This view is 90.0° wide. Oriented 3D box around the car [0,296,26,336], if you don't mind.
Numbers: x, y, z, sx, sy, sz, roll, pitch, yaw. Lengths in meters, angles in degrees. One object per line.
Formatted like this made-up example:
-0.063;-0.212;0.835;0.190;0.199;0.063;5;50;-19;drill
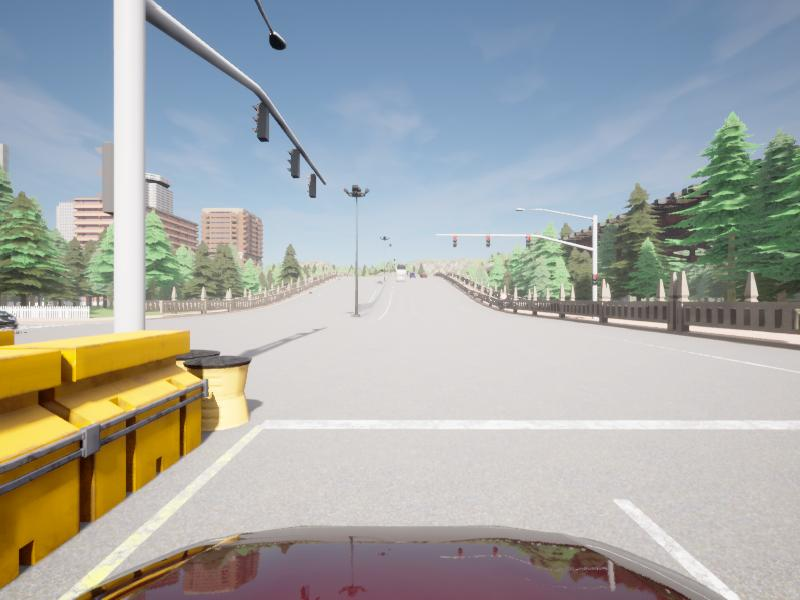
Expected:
-19.788;0.690;17.616;4.553;1.767;2.097;0;0;-5;car
